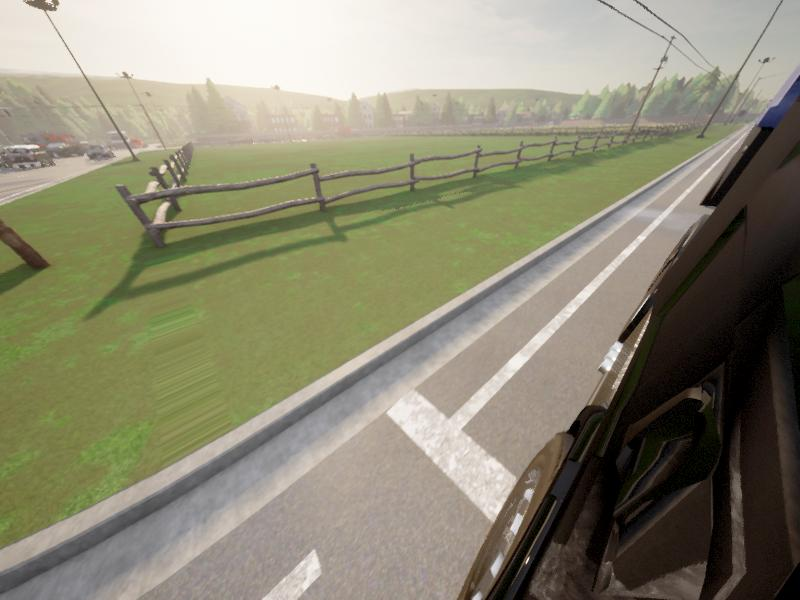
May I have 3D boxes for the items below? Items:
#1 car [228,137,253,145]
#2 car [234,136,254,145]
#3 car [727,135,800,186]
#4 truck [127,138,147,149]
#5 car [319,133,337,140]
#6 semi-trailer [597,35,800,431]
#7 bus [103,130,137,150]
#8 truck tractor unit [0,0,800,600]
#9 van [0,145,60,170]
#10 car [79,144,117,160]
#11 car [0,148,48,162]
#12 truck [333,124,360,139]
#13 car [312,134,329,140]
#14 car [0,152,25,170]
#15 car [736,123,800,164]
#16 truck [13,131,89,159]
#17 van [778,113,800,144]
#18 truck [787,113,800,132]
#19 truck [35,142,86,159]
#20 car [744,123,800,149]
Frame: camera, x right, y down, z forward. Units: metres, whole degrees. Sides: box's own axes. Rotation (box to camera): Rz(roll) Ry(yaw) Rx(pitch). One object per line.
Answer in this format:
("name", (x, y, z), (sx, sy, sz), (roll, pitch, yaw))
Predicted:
("car", (-44.378, -44.292, 64.334), (5.238, 1.638, 1.930), (-27, 43, -29))
("car", (-41.939, -42.944, 62.191), (3.866, 1.878, 1.905), (-27, 43, -29))
("car", (15.802, -5.887, 9.573), (4.181, 1.385, 1.994), (-27, 43, -30))
("truck", (-76.538, -45.678, 67.268), (2.627, 2.467, 5.204), (-27, 43, -29))
("car", (-23.942, -54.576, 77.146), (5.366, 1.575, 1.801), (-27, 43, -29))
("semi-trailer", (8.745, -3.554, 4.210), (14.254, 4.402, 2.717), (-27, 43, -29))
("bus", (-82.059, -47.142, 68.043), (3.944, 4.253, 10.273), (-27, 43, -29))
("truck tractor unit", (2.645, -0.295, 0.351), (6.516, 4.208, 3.053), (-28, 44, -30))
("van", (-39.748, -15.406, 24.841), (2.069, 2.038, 4.480), (-26, 42, -29))
("car", (-43.744, -21.539, 33.627), (2.242, 1.667, 4.611), (-26, 43, -29))
("car", (-65.742, -25.430, 40.355), (2.152, 1.651, 5.027), (-15, 39, -17))
("truck", (-19.041, -60.670, 83.163), (8.468, 3.827, 2.891), (-27, 43, -29))
("car", (-27.041, -55.684, 78.813), (5.008, 1.535, 1.882), (-27, 43, -29))
("car", (-44.839, -15.530, 25.758), (1.816, 1.474, 4.193), (-26, 43, -29))
("car", (22.200, -9.264, 13.514), (5.027, 1.651, 2.152), (-27, 43, -29))
("truck", (-63.414, -28.623, 42.434), (2.891, 3.827, 8.468), (-15, 38, -16))
("van", (35.291, -14.329, 18.941), (2.351, 2.431, 6.366), (24, 44, 31))
("truck", (58.607, -26.043, 32.265), (8.468, 3.827, 2.891), (-27, 43, -29))
("truck", (-57.770, -25.648, 39.568), (2.390, 2.098, 6.274), (-20, 40, -23))
("car", (29.760, -13.062, 18.333), (4.792, 1.488, 2.163), (-27, 43, -29))
